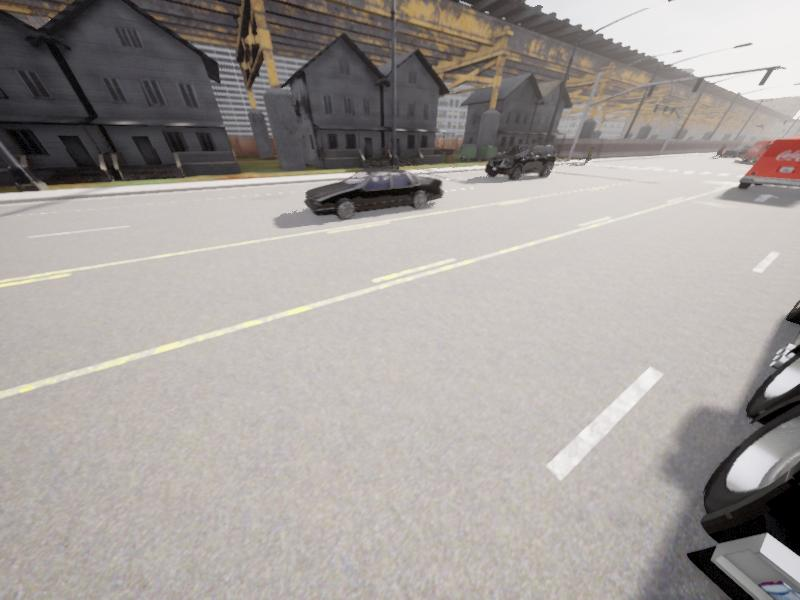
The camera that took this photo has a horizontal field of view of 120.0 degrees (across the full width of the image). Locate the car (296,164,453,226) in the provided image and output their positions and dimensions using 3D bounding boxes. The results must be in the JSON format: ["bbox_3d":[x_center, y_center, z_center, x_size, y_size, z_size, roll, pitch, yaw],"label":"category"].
[{"bbox_3d":[-0.804,-4.207,8.823,5.357,1.411,2.033,-18,39,-24],"label":"car"}]

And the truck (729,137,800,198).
[{"bbox_3d":[21.659,-7.342,12.582,5.204,2.467,2.627,-18,39,-24],"label":"truck"}]

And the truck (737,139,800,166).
[{"bbox_3d":[45.257,-18.090,28.239,2.627,2.467,5.204,22,40,29],"label":"truck"}]

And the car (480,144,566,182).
[{"bbox_3d":[8.771,-9.879,16.490,5.566,2.045,2.150,-18,39,-24],"label":"car"}]

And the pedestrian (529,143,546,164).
[{"bbox_3d":[14.969,-16.028,25.232,0.751,1.860,0.751,-12,37,-18],"label":"pedestrian"}]

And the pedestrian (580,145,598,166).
[{"bbox_3d":[20.366,-15.580,24.900,0.751,1.860,0.751,-29,44,-35],"label":"pedestrian"}]

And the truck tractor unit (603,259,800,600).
[{"bbox_3d":[5.101,-0.311,0.790,6.516,4.208,3.053,-19,39,-24],"label":"truck tractor unit"}]
